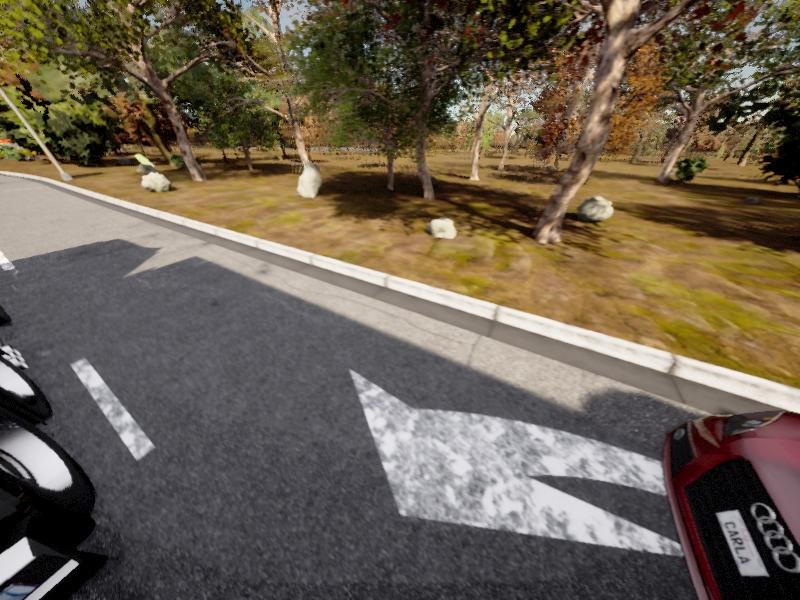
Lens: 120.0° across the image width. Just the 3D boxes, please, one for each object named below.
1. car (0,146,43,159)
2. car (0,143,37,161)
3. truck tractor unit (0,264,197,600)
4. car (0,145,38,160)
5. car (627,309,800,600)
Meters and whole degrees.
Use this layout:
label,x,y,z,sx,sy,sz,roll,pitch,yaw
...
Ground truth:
label,x,y,z,sx,sy,sz,roll,pitch,yaw
car,-60.280,-22.673,35.548,1.946,1.575,5.366,9,35,14
car,-55.577,-20.722,32.304,1.878,1.987,4.442,9,35,13
truck tractor unit,-5.115,-0.293,0.786,6.516,4.208,3.053,18,39,24
car,-57.956,-21.666,33.860,2.185,1.767,4.553,9,35,14
car,3.549,1.711,0.315,4.181,1.385,1.994,18,39,24
